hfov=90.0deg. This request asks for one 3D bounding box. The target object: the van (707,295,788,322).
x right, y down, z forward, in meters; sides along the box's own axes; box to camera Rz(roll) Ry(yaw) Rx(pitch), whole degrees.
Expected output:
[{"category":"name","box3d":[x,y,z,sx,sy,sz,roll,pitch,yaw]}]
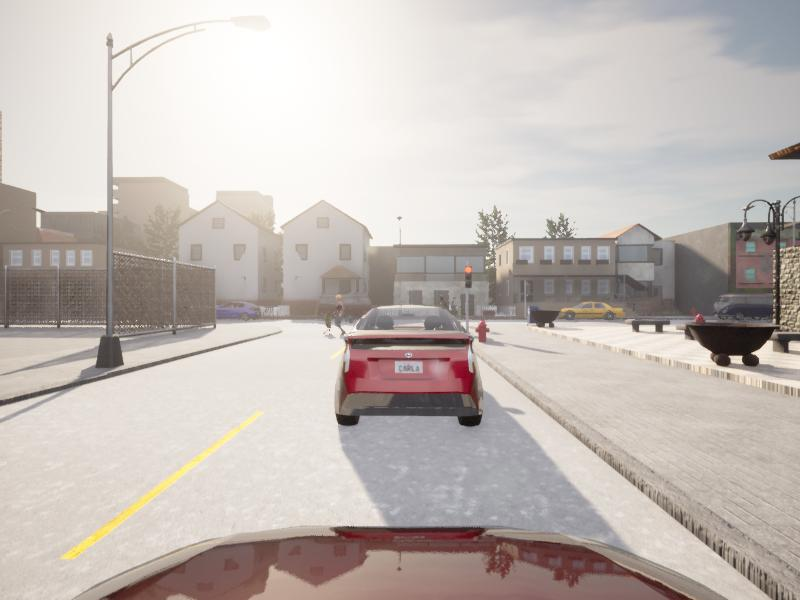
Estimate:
[{"category":"van","box3d":[26.022,0.600,30.065,4.442,1.987,1.775,0,0,1]}]

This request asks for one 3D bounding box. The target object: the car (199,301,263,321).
[{"category":"car","box3d":[-12.937,0.854,30.793,4.193,1.474,1.816,0,0,3]}]

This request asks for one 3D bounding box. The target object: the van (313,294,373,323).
[{"category":"van","box3d":[-4.245,0.599,29.479,4.442,1.987,1.775,0,0,36]}]

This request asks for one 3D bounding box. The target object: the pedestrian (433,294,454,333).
[{"category":"pedestrian","box3d":[2.129,0.637,19.775,0.751,1.860,0.751,0,0,-23]}]

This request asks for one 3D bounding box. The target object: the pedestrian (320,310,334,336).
[{"category":"pedestrian","box3d":[-3.238,1.017,17.748,0.500,1.100,0.500,0,0,-28]}]

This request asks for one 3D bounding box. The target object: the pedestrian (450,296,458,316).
[{"category":"pedestrian","box3d":[4.919,0.533,36.393,0.751,1.860,0.751,0,0,5]}]

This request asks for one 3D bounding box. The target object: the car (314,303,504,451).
[{"category":"car","box3d":[0.137,0.828,6.489,2.007,1.525,4.514,0,0,1]}]

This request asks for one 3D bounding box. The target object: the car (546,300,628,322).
[{"category":"car","box3d":[14.117,0.801,30.345,5.366,1.575,1.801,0,0,1]}]

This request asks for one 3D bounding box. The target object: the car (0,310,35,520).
[{"category":"car","box3d":[-4.006,0.836,0.742,2.128,1.511,4.902,0,0,1]}]

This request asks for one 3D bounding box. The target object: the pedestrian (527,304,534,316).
[{"category":"pedestrian","box3d":[11.765,0.913,36.067,0.500,1.100,0.500,0,0,1]}]

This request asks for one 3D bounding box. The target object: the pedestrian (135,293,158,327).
[{"category":"pedestrian","box3d":[-13.847,0.534,21.892,0.751,1.860,0.751,0,0,13]}]

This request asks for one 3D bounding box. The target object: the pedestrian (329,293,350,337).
[{"category":"pedestrian","box3d":[-2.619,0.636,17.330,0.751,1.860,0.751,0,0,-23]}]
